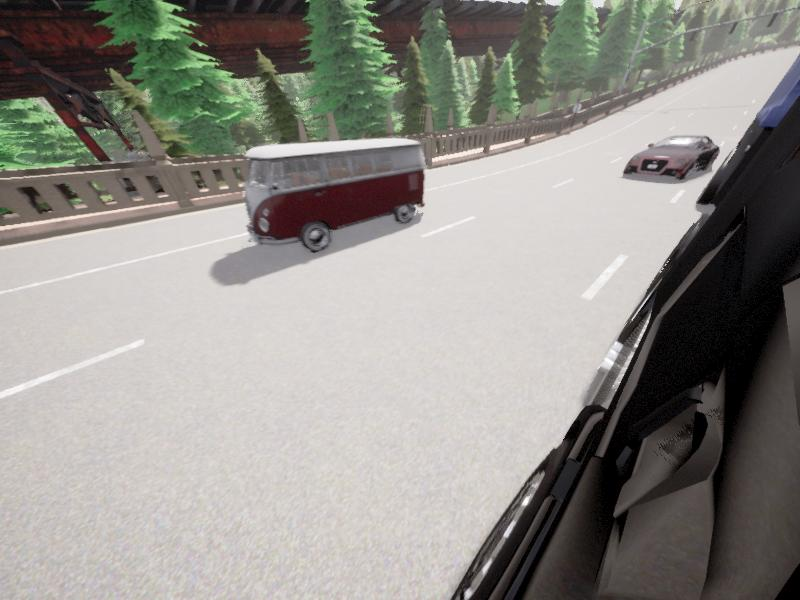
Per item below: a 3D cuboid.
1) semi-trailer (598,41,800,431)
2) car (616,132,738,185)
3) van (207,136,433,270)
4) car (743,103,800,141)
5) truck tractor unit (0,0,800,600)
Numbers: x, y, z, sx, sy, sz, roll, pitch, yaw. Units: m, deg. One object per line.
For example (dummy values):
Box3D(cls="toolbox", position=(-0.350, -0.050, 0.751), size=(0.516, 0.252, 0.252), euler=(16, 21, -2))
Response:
Box3D(cls="semi-trailer", position=(8.703, -3.598, 4.226), size=(14.254, 4.402, 2.717), euler=(-28, 44, -30))
Box3D(cls="car", position=(11.875, -6.245, 9.978), size=(4.181, 1.385, 1.994), euler=(-23, 42, -23))
Box3D(cls="van", position=(-1.446, -2.680, 5.641), size=(4.442, 1.987, 1.775), euler=(-28, 44, -30))
Box3D(cls="car", position=(23.864, -11.163, 14.473), size=(3.806, 1.475, 1.970), euler=(-32, 46, -26))
Box3D(cls="truck tractor unit", position=(2.645, -0.295, 0.352), size=(6.516, 4.208, 3.053), euler=(-28, 44, -30))
